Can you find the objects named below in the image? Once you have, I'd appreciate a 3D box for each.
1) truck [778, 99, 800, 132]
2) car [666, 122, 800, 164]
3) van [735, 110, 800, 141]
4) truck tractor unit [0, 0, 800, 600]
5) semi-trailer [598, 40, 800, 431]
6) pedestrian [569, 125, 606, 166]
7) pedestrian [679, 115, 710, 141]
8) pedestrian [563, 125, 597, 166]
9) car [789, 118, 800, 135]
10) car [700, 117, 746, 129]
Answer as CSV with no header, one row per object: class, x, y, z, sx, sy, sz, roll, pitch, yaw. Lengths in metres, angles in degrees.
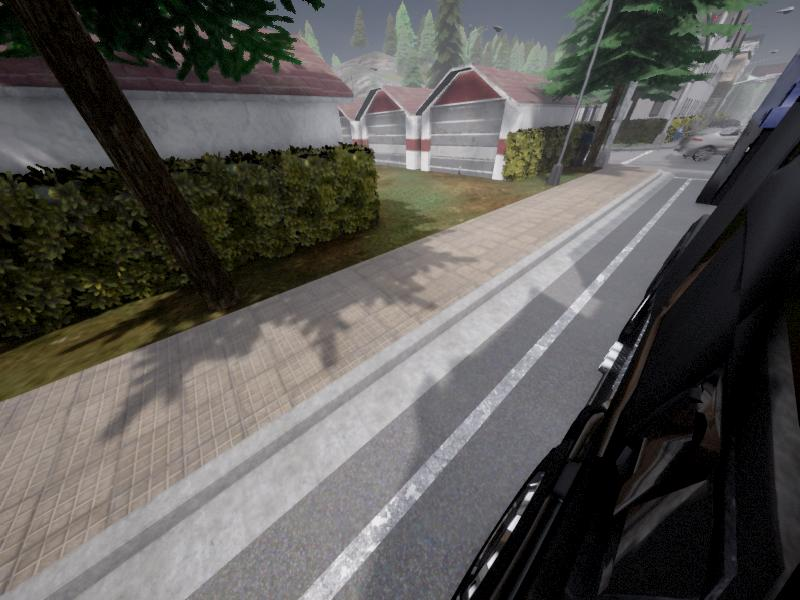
truck,50.091,-22.932,27.912,8.468,3.827,2.891,-28,44,-30
car,19.311,-8.884,13.099,5.027,1.651,2.152,17,42,25
van,33.626,-16.128,21.355,4.480,2.038,2.069,-32,46,-33
truck tractor unit,2.645,-0.295,0.351,6.516,4.208,3.053,-28,44,-30
semi-trailer,8.677,-3.623,4.245,14.254,4.402,2.717,-28,44,-30
pedestrian,10.648,-8.788,13.179,0.751,1.860,0.751,-20,40,-22
pedestrian,26.584,-15.559,20.896,0.751,1.860,0.751,15,40,22
pedestrian,10.048,-8.652,12.961,0.751,1.860,0.751,7,38,12
car,43.331,-18.357,24.143,4.974,1.542,2.038,-28,44,-30
car,57.759,-31.737,41.390,1.994,1.385,4.181,-10,35,-10
